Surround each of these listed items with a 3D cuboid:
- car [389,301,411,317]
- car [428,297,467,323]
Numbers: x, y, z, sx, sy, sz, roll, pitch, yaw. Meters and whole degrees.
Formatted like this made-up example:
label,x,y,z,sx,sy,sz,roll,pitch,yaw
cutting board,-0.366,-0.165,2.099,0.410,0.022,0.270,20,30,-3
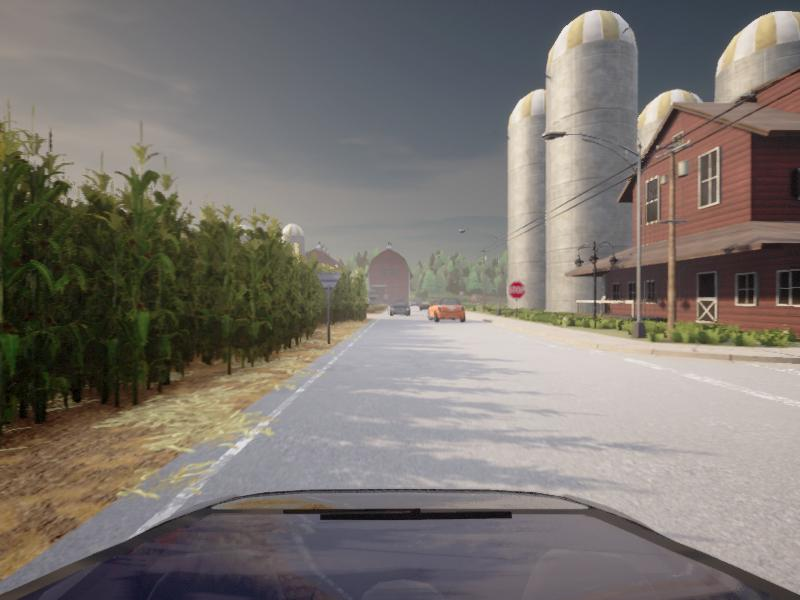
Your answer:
label,x,y,z,sx,sy,sz,roll,pitch,yaw
car,0.014,0.825,39.563,2.038,1.542,4.974,0,0,0
car,3.395,0.692,29.550,2.097,1.767,4.553,0,0,-3
